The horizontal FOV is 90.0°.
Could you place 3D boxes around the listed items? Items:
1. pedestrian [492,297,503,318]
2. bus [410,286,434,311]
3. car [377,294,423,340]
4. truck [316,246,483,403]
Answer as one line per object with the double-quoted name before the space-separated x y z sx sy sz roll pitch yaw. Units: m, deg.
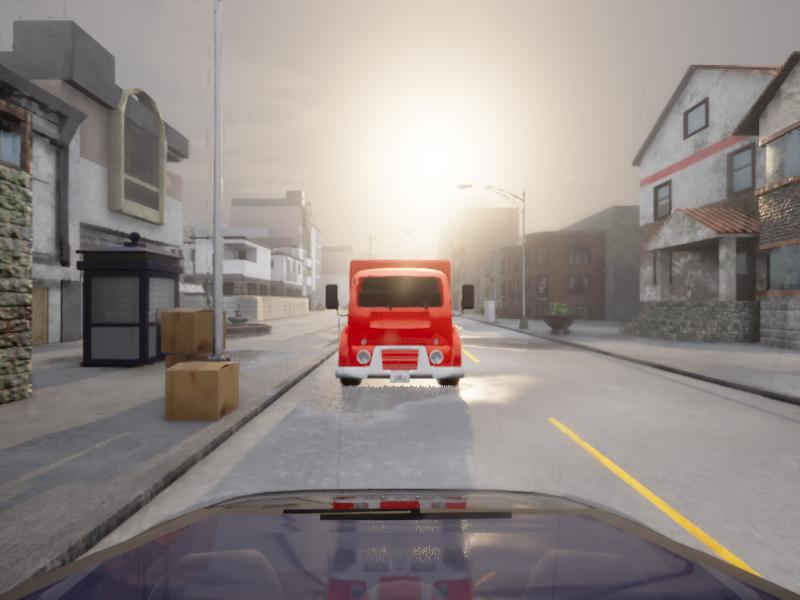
"pedestrian" 8.650 0.641 35.598 0.751 1.860 0.751 0 0 -1
"bus" 3.863 -0.317 73.219 3.944 4.253 10.273 0 0 0
"car" -0.007 0.703 18.336 1.905 1.878 3.866 0 0 0
"truck" -0.004 0.383 8.892 2.627 2.467 5.204 0 0 0
